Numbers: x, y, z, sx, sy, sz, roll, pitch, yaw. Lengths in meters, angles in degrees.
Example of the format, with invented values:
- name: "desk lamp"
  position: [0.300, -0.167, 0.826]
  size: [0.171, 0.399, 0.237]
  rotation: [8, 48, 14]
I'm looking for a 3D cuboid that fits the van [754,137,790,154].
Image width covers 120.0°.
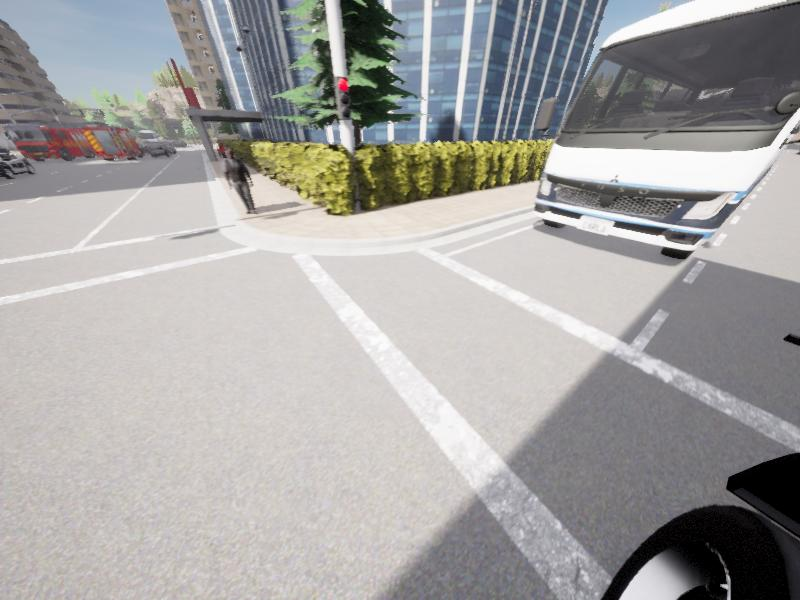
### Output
- name: "van"
  position: [55.245, -22.988, 34.309]
  size: [4.442, 1.987, 1.775]
  rotation: [-20, 40, -26]

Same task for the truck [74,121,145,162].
- name: "truck"
  position: [-36.089, -20.031, 29.260]
  size: [2.891, 3.827, 8.468]
  rotation: [-23, 41, -28]

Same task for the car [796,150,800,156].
- name: "car"
  position: [55.229, -20.210, 30.840]
  size: [4.674, 1.442, 1.812]
  rotation: [-22, 41, -28]

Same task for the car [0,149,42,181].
- name: "car"
  position: [-28.298, -9.442, 16.086]
  size: [1.930, 1.638, 5.238]
  rotation: [-23, 41, -28]

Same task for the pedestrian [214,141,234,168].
- name: "pedestrian"
  position: [-14.994, -12.454, 19.751]
  size: [0.751, 1.860, 0.751]
  rotation: [-20, 40, -25]

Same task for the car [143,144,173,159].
- name: "car"
  position: [-34.694, -21.433, 33.242]
  size: [2.128, 1.511, 4.902]
  rotation: [-23, 41, -28]

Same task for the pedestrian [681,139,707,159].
- name: "pedestrian"
  position: [33.339, -17.151, 26.231]
  size: [0.751, 1.860, 0.751]
  rotation: [-2, 35, -2]

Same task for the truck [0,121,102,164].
- name: "truck"
  position: [-42.543, -19.529, 28.600]
  size: [2.891, 3.827, 8.468]
  rotation: [-15, 38, -20]

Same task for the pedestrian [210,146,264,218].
- name: "pedestrian"
  position: [-4.958, -3.640, 7.182]
  size: [0.751, 1.860, 0.751]
  rotation: [-16, 38, -21]

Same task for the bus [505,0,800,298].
- name: "bus"
  position: [8.305, -4.429, 6.424]
  size: [10.273, 4.253, 3.944]
  rotation: [-22, 41, -28]
